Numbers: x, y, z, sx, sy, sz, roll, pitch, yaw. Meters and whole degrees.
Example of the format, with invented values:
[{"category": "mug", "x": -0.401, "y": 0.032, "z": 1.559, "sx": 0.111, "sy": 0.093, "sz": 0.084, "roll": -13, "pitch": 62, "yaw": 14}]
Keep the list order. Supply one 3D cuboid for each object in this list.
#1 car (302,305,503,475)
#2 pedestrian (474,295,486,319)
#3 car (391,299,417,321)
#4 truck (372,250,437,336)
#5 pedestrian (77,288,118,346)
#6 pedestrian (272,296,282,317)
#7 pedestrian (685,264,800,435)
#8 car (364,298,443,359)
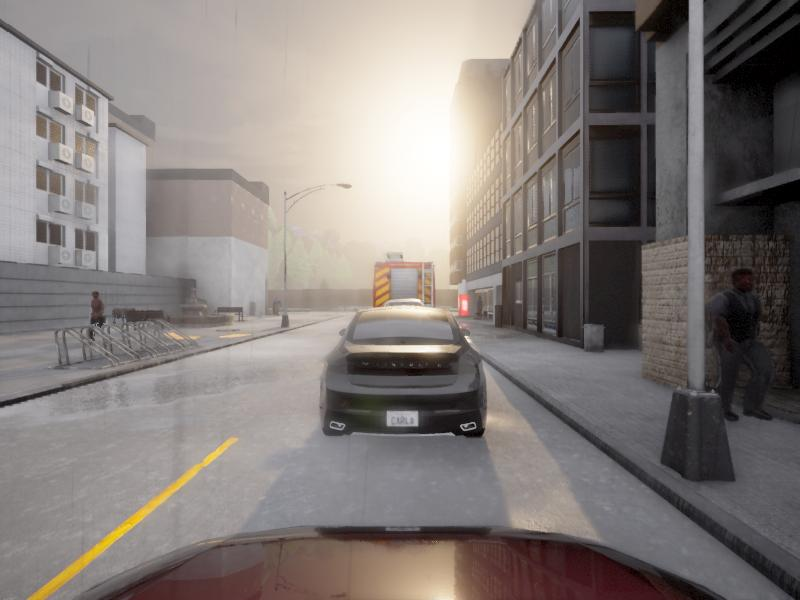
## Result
[{"category": "car", "x": 0.063, "y": 0.845, "z": 6.103, "sx": 1.837, "sy": 1.490, "sz": 4.892, "roll": 0, "pitch": 0, "yaw": 1}, {"category": "pedestrian", "x": 6.124, "y": 0.533, "z": 30.584, "sx": 0.751, "sy": 1.860, "sz": 0.751, "roll": 0, "pitch": 0, "yaw": -1}, {"category": "car", "x": 0.372, "y": 0.779, "z": 33.937, "sx": 2.033, "sy": 1.649, "sz": 4.856, "roll": 0, "pitch": 0, "yaw": 1}, {"category": "truck", "x": 0.249, "y": -0.320, "z": 22.152, "sx": 2.891, "sy": 3.827, "sz": 8.468, "roll": 0, "pitch": 0, "yaw": 1}, {"category": "pedestrian", "x": -9.889, "y": 0.539, "z": 13.086, "sx": 0.751, "sy": 1.860, "sz": 0.751, "roll": 0, "pitch": 0, "yaw": 5}, {"category": "pedestrian", "x": -10.707, "y": 0.547, "z": 34.737, "sx": 0.751, "sy": 1.860, "sz": 0.751, "roll": 0, "pitch": 0, "yaw": -10}, {"category": "pedestrian", "x": 4.034, "y": 0.533, "z": 4.746, "sx": 0.751, "sy": 1.860, "sz": 0.751, "roll": 0, "pitch": 0, "yaw": -3}, {"category": "car", "x": 0.140, "y": 0.781, "z": 13.363, "sx": 2.152, "sy": 1.651, "sz": 5.027, "roll": 0, "pitch": 0, "yaw": 1}]
